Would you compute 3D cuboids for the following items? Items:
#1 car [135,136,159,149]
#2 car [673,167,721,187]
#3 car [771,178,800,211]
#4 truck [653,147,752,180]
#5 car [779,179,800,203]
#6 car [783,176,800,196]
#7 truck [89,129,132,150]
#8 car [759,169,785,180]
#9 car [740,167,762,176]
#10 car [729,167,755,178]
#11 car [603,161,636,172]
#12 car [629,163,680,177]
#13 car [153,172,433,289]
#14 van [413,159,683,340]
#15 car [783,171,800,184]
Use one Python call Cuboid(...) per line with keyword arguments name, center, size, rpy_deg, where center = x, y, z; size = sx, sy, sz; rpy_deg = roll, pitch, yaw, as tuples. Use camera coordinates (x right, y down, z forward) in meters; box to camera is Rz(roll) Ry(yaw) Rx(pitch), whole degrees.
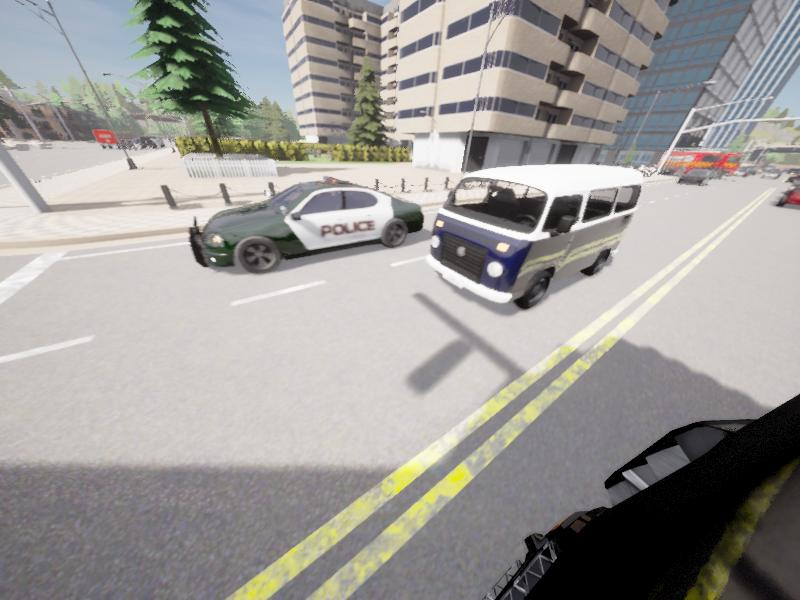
Cuboid(name="car", center=(-46.043, -28.763, 42.205), size=(1.905, 1.878, 3.866), rpy_deg=(-18, 39, -29))
Cuboid(name="car", center=(32.253, -13.414, 25.065), size=(5.238, 1.638, 1.930), rpy_deg=(-18, 39, -28))
Cuboid(name="car", center=(25.715, -6.546, 14.379), size=(4.792, 1.488, 2.163), rpy_deg=(-19, 39, -29))
Cuboid(name="truck", center=(46.628, -21.487, 36.245), size=(2.891, 3.827, 8.468), rpy_deg=(-27, 44, -37))
Cuboid(name="car", center=(31.011, -8.241, 17.490), size=(4.718, 1.301, 1.895), rpy_deg=(-18, 39, -29))
Cuboid(name="car", center=(36.807, -10.244, 20.802), size=(4.674, 1.442, 1.812), rpy_deg=(-18, 39, -29))
Cuboid(name="truck", center=(-46.440, -25.855, 37.269), size=(2.627, 2.467, 5.204), rpy_deg=(-19, 39, -29))
Cuboid(name="car", center=(69.759, -23.624, 43.315), size=(3.988, 1.617, 1.851), rpy_deg=(-18, 39, -29))
Cuboid(name="car", center=(80.481, -29.582, 52.977), size=(4.856, 1.649, 2.033), rpy_deg=(-18, 39, -29))
Cuboid(name="car", center=(66.372, -24.863, 44.826), size=(4.856, 1.649, 2.033), rpy_deg=(-18, 39, -29))
Cuboid(name="car", center=(40.801, -24.834, 42.952), size=(1.970, 1.475, 3.806), rpy_deg=(-19, 39, -29))
Cuboid(name="car", center=(40.841, -21.069, 37.243), size=(2.038, 1.542, 4.974), rpy_deg=(-15, 38, -25))
Cuboid(name="car", center=(-1.875, -2.000, 5.450), size=(4.974, 1.542, 2.038), rpy_deg=(-18, 39, -28))
Cuboid(name="van", center=(2.729, -1.410, 4.440), size=(4.480, 2.038, 2.069), rpy_deg=(-18, 39, -29))
Cuboid(name="car", center=(61.548, -18.715, 35.257), size=(4.974, 1.542, 2.038), rpy_deg=(-14, 37, -23))
